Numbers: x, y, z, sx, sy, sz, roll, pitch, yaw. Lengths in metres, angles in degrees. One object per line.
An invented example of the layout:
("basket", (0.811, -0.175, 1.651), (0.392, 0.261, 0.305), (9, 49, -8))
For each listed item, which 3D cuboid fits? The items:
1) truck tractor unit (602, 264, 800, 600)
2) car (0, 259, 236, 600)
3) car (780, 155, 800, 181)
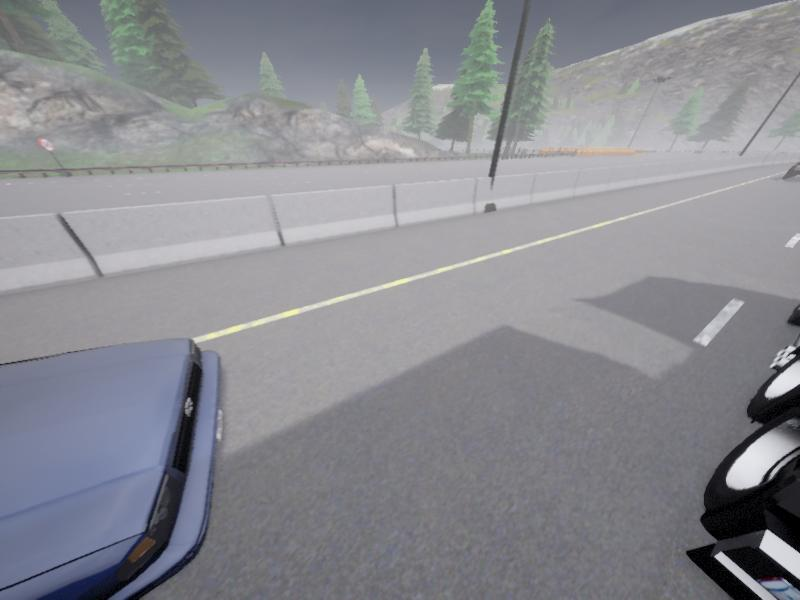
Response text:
("truck tractor unit", (5.119, -0.286, 0.796), (6.516, 4.208, 3.053), (-18, 39, -24))
("car", (-3.848, 1.471, 0.646), (5.357, 1.411, 2.033), (-18, 39, -24))
("car", (31.661, -10.192, 17.477), (4.605, 1.855, 1.932), (-18, 39, -24))
